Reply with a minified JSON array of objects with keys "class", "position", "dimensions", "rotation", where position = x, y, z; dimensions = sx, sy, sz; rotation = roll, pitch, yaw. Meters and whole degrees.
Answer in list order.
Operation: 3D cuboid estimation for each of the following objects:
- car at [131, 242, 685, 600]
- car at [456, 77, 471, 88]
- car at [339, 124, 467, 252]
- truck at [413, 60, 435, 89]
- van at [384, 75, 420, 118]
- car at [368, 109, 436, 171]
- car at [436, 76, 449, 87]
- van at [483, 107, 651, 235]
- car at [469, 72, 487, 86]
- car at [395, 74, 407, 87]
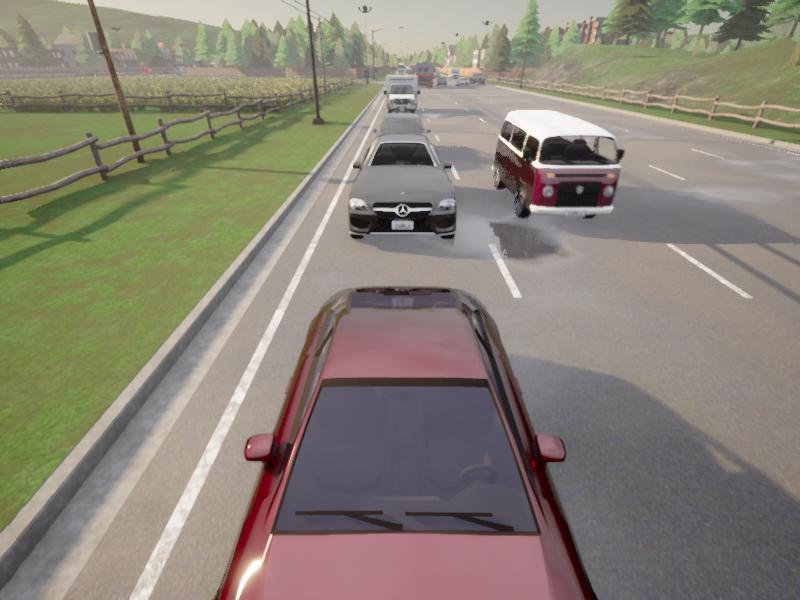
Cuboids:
[{"class":"car","position":[0.031,1.016,2.926],"dimensions":[1.994,1.385,4.181],"rotation":[0,30,0]},{"class":"car","position":[10.704,-36.914,67.784],"dimensions":[1.970,1.475,3.806],"rotation":[0,30,0]},{"class":"car","position":[0.053,-2.885,9.334],"dimensions":[2.152,1.651,5.027],"rotation":[0,30,0]},{"class":"truck","position":[3.690,-35.923,63.665],"dimensions":[2.891,3.827,8.468],"rotation":[0,30,0]},{"class":"van","position":[0.114,-15.098,29.428],"dimensions":[2.351,2.431,6.366],"rotation":[0,30,0]},{"class":"car","position":[0.065,-6.198,15.141],"dimensions":[2.163,1.488,4.792],"rotation":[0,30,0]},{"class":"car","position":[7.205,-37.347,68.348],"dimensions":[1.845,1.501,3.633],"rotation":[0,30,0]},{"class":"van","position":[3.550,-3.368,9.744],"dimensions":[2.069,2.038,4.480],"rotation":[0,31,0]},{"class":"car","position":[14.220,-40.580,73.417],"dimensions":[2.150,2.045,5.566],"rotation":[0,30,0]},{"class":"car","position":[0.210,-38.287,69.644],"dimensions":[1.932,1.855,4.605],"rotation":[0,30,0]}]
